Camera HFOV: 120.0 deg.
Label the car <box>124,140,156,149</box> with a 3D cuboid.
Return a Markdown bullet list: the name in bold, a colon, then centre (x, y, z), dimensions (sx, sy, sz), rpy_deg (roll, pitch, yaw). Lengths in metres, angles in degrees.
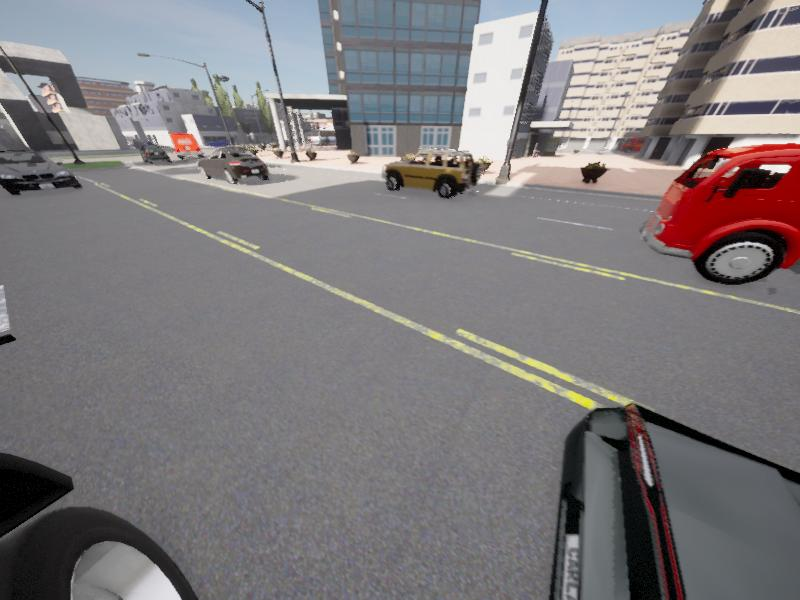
- **car**: centre (-55.964, -33.568, 49.793), dimensions (4.193, 1.474, 1.816), rpy_deg (-2, 35, -3)

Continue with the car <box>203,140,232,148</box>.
- **car**: centre (-42.004, -35.967, 53.339), dimensions (4.674, 1.442, 1.812), rpy_deg (-9, 36, -13)

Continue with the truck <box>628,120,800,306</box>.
- **truck**: centre (7.848, -1.343, 3.725), dimensions (5.204, 2.467, 2.627), rpy_deg (22, 40, 27)

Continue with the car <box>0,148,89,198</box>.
- **car**: centre (-18.182, -6.371, 11.353), dimensions (4.611, 1.667, 2.242), rpy_deg (20, 40, 26)

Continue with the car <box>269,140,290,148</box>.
- **car**: centre (-29.674, -38.471, 56.913), dimensions (1.851, 1.617, 3.988), rpy_deg (15, 38, 19)

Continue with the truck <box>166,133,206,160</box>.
- **truck**: centre (-25.979, -18.836, 28.272), dimensions (2.627, 2.467, 5.204), rpy_deg (-23, 41, -28)

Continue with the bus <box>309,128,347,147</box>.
- **bus**: centre (-20.844, -47.857, 67.924), dimensions (3.944, 4.253, 10.273), rpy_deg (21, 40, 27)

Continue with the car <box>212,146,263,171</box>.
- **car**: centre (-13.770, -12.079, 19.582), dimensions (3.705, 1.549, 1.789), rpy_deg (23, 41, 28)

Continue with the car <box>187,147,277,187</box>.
- **car**: centre (-10.168, -8.173, 14.013), dimensions (5.027, 1.651, 2.152), rpy_deg (22, 40, 27)

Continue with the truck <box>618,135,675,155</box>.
- **truck**: centre (60.166, -38.339, 56.915), dimensions (8.468, 3.827, 2.891), rpy_deg (21, 40, 26)

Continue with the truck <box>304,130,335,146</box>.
- **truck**: centre (-23.932, -48.537, 69.235), dimensions (2.891, 3.827, 8.468), rpy_deg (21, 40, 27)

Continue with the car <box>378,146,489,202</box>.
- **car**: centre (1.423, -6.127, 10.982), dimensions (4.605, 1.855, 1.932), rpy_deg (22, 40, 27)

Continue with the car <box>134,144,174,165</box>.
- **car**: centre (-24.500, -14.542, 22.993), dimensions (3.705, 1.549, 1.789), rpy_deg (27, 43, 33)
